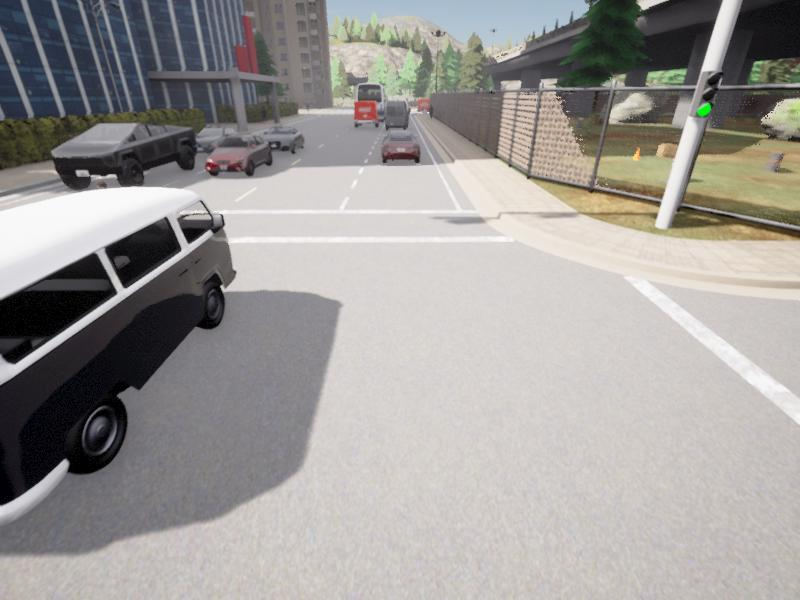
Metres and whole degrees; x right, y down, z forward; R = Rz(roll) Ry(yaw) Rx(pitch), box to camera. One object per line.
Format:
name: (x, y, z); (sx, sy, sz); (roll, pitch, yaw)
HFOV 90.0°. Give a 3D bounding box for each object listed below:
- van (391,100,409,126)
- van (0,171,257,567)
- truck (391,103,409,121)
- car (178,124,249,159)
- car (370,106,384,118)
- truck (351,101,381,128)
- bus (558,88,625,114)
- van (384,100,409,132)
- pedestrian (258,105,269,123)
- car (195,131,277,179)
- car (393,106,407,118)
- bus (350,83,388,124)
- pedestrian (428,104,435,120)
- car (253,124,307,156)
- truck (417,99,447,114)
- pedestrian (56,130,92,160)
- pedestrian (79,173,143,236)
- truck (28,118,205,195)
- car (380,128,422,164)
van: (0.009, -21.799, 46.425); (1.988, 2.561, 5.915); (0, 27, 0)
van: (-3.482, 0.005, 4.417); (2.069, 2.038, 4.480); (0, 27, 0)
truck: (0.004, -25.438, 54.019); (2.390, 2.098, 6.274); (0, 27, 0)
car: (-10.491, -9.195, 22.977); (1.812, 1.442, 4.674); (0, 27, 0)
car: (-3.496, -28.561, 60.685); (1.801, 1.575, 5.366); (0, 27, 0)
truck: (-3.494, -19.703, 42.390); (2.627, 2.467, 5.204); (0, 27, 0)
bus: (36.236, -37.908, 76.189); (10.273, 4.253, 3.944); (0, 27, 0)
van: (-0.260, -17.986, 38.970); (1.988, 2.561, 5.915); (2, 27, 3)
pedestrian: (-15.366, -20.961, 45.120); (0.751, 1.860, 0.751); (0, 27, -1)
car: (-6.990, -6.445, 17.573); (1.816, 1.474, 4.193); (0, 27, 0)
car: (0.004, -28.718, 61.074); (2.128, 1.511, 4.902); (0, 27, 0)
bus: (-3.617, -24.862, 50.523); (3.944, 4.253, 10.273); (0, 27, 0)
pedestrian: (4.028, -24.268, 51.611); (0.751, 1.860, 0.751); (0, 27, -1)
car: (-7.000, -9.586, 23.829); (1.994, 1.385, 4.181); (0, 27, -1)
truck: (5.865, -35.513, 73.407); (5.204, 2.467, 2.627); (1, 27, 1)
pedestrian: (-16.100, -7.673, 19.764); (0.751, 1.300, 0.751); (0, 27, 0)
pedestrian: (-6.954, -2.333, 9.705); (0.751, 1.300, 0.751); (-7, 28, -13)
truck: (-10.491, -5.906, 15.831); (2.390, 2.098, 6.274); (0, 27, 0)
car: (0.038, -8.240, 21.208); (1.994, 1.385, 4.181); (0, 27, -1)
